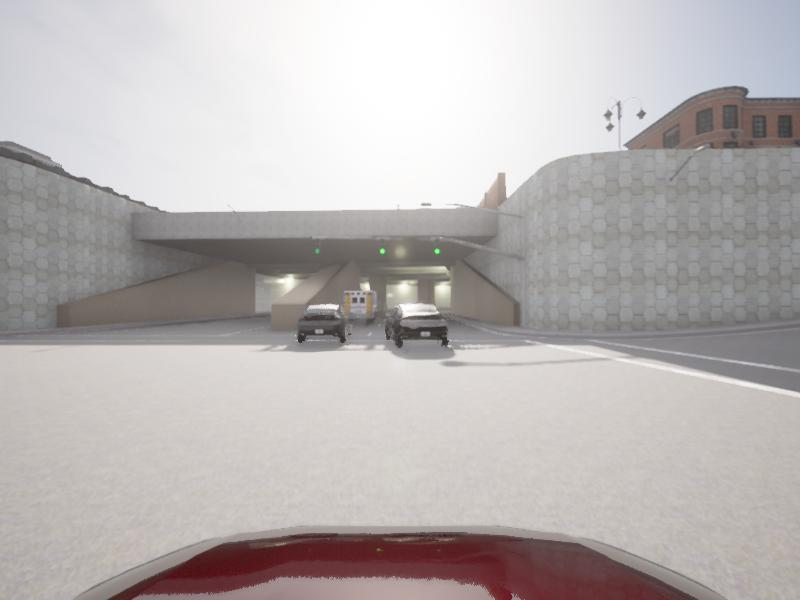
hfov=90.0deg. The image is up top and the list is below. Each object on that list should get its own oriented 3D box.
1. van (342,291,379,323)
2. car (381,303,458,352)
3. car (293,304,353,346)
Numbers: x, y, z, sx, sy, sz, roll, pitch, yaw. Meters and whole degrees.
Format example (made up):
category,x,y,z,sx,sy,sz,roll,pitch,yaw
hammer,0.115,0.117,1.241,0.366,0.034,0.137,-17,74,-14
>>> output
category,x,y,z,sx,sy,sz,roll,pitch,yaw
van,-3.102,0.542,32.993,2.351,2.431,6.366,0,0,1
car,0.523,0.892,15.271,2.128,1.511,4.902,0,0,-7
car,-3.108,0.924,17.075,1.837,1.490,4.892,-1,0,-3
